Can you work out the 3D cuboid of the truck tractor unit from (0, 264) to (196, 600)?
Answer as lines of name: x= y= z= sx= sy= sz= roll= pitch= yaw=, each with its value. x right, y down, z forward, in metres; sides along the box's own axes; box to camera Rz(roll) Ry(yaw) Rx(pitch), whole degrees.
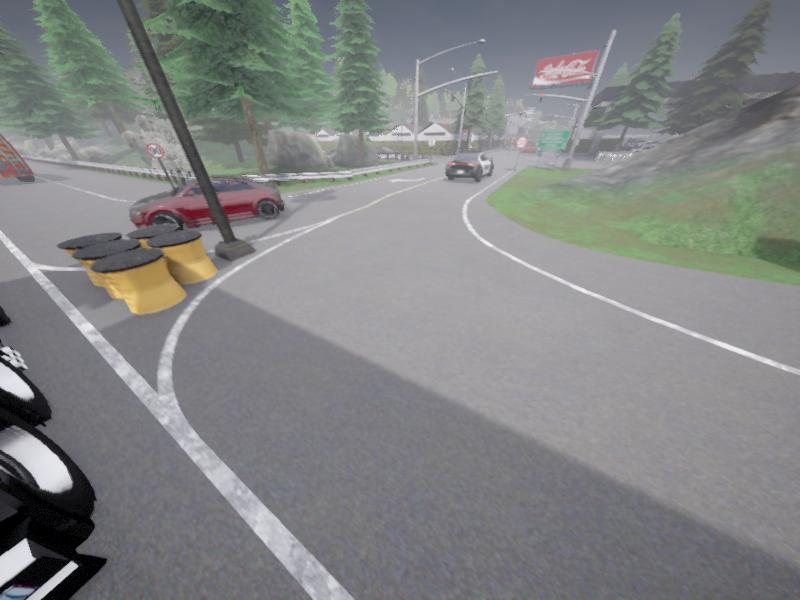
truck tractor unit: x=-5.111 y=-0.298 z=0.792 sx=6.516 sy=4.208 sz=3.053 roll=18 pitch=39 yaw=24

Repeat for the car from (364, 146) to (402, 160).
car: x=-2.362 y=-20.478 z=32.212 sx=4.792 sy=1.488 sz=2.163 roll=18 pitch=39 yaw=25

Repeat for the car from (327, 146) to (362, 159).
car: x=-8.404 y=-22.483 z=35.113 sx=5.008 sy=1.535 sz=1.882 roll=18 pitch=39 yaw=25

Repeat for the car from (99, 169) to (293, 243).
car: x=-6.156 y=-3.316 z=7.650 sx=4.181 sy=1.385 sz=1.994 roll=-22 pitch=41 yaw=-27

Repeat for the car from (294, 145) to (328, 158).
car: x=-14.710 y=-24.573 z=38.152 sx=5.366 sy=1.575 sz=1.801 roll=18 pitch=39 yaw=25

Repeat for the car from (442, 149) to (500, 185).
car: x=4.598 y=-8.587 z=14.644 sx=2.038 sy=1.542 sz=4.974 roll=18 pitch=39 yaw=24

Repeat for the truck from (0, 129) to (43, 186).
truck: x=-29.496 y=-10.357 z=15.892 sx=8.468 sy=3.827 sz=2.891 roll=18 pitch=39 yaw=25
